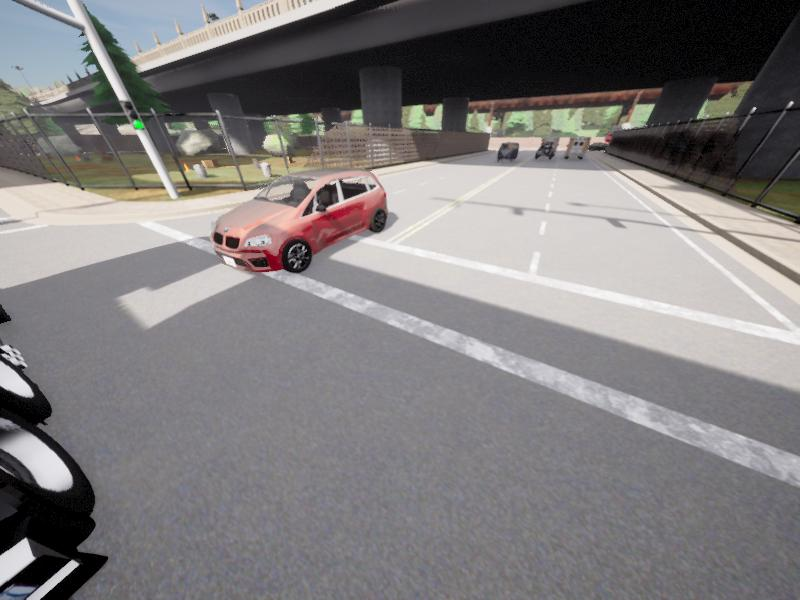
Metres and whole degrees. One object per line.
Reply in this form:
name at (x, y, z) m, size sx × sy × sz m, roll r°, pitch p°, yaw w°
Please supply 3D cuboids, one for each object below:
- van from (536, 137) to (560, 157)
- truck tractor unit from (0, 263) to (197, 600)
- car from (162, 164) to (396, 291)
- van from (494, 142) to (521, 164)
van at (23.299, -24.011, 36.210) m, size 2.351 × 2.431 × 6.366 m, roll 18°, pitch 39°, yaw 24°
truck tractor unit at (-5.108, -0.304, 0.780) m, size 6.516 × 4.208 × 3.053 m, roll 19°, pitch 39°, yaw 24°
car at (-2.232, -2.301, 5.891) m, size 2.242 × 1.667 × 4.611 m, roll 18°, pitch 38°, yaw 24°
van at (12.522, -17.108, 26.770) m, size 1.775 × 1.987 × 4.442 m, roll 18°, pitch 39°, yaw 24°
